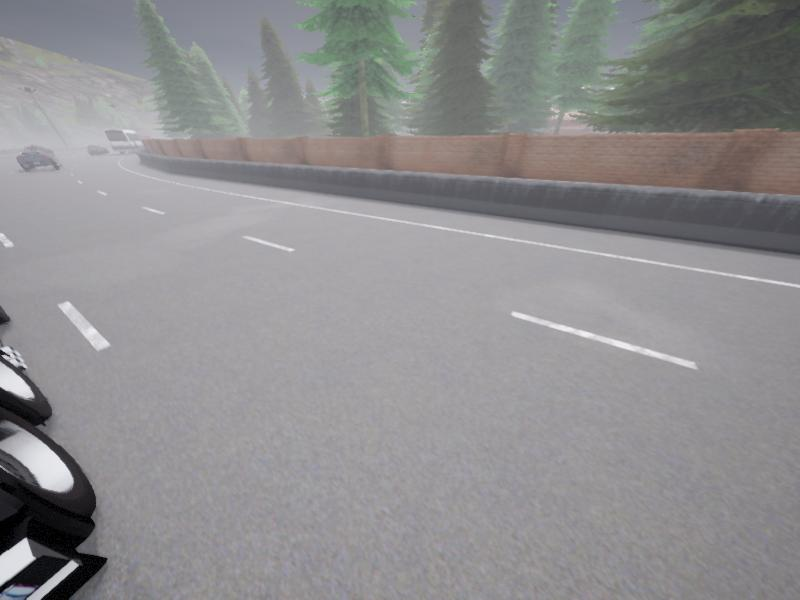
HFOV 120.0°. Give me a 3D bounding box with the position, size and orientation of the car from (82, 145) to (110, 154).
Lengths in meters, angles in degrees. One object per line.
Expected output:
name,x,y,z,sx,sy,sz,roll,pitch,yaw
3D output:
car,-67.593,-33.572,51.477,2.033,1.649,4.856,-18,38,-23

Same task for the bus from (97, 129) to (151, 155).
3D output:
bus,-59.070,-34.128,49.906,3.944,4.253,10.273,-19,39,-25

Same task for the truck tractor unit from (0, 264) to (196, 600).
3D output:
truck tractor unit,-5.112,-0.299,0.790,6.516,4.208,3.053,18,39,24

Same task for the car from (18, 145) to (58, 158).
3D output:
car,-63.644,-26.246,40.705,1.932,1.855,4.605,-21,40,-27

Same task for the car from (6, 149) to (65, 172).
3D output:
car,-35.607,-13.807,22.776,5.027,1.651,2.152,28,44,34

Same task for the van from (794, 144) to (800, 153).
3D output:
van,64.199,-23.694,35.379,1.775,1.987,4.442,18,39,25

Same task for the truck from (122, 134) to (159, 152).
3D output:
truck,-71.632,-43.687,64.142,2.891,3.827,8.468,-13,37,-18
